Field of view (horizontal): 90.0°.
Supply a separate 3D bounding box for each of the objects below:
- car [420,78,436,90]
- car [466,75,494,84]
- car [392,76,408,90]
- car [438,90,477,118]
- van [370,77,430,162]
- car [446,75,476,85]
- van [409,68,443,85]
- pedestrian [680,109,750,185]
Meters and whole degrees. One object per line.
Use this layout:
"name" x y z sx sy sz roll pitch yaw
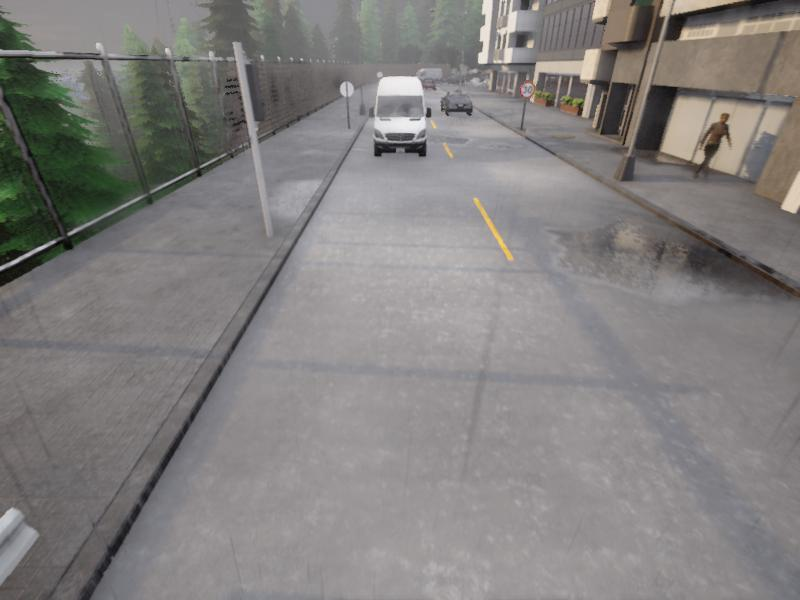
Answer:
"car" 4.021 -30.938 57.332 1.994 1.385 4.181 0 30 0
"car" 14.859 -41.085 74.551 4.674 1.442 1.812 -1 30 -1
"car" -0.016 -31.592 58.193 2.152 1.651 5.027 0 30 0
"car" 4.014 -14.132 28.672 2.033 1.411 5.357 0 30 0
"van" 0.005 -7.586 16.386 1.988 2.561 5.915 0 30 0
"car" 10.806 -38.884 70.754 4.892 1.490 1.837 -8 30 -12
"van" 4.641 -40.220 71.995 5.915 2.561 1.988 -16 33 -25
"pedestrian" 8.615 -4.213 11.044 0.751 1.860 0.751 6 31 9
